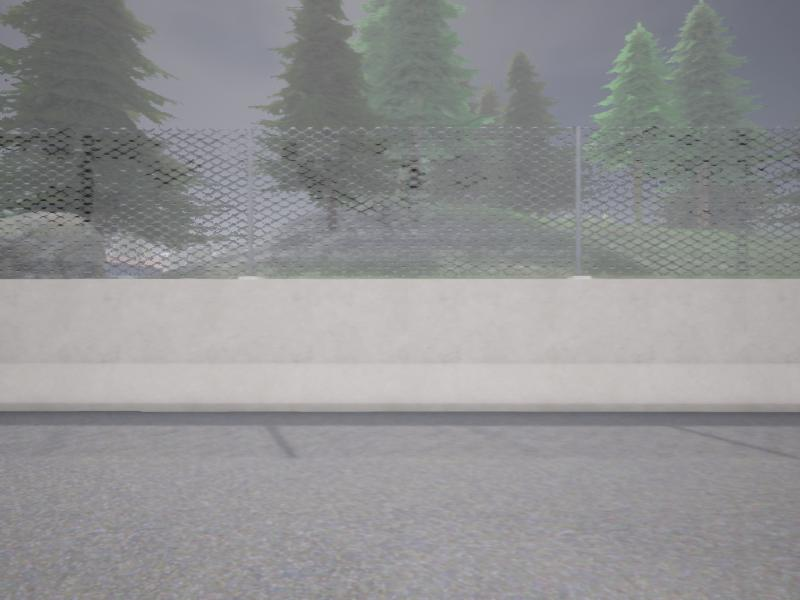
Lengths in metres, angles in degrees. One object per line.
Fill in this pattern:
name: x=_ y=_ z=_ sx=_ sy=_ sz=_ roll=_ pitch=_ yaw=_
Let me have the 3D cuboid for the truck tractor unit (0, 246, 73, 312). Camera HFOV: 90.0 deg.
truck tractor unit: x=-26.932 y=-1.315 z=27.742 sx=3.053 sy=4.208 sz=6.516 roll=0 pitch=0 yaw=1

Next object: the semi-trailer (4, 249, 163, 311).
semi-trailer: x=-26.789 y=-1.411 z=35.655 sx=2.717 sy=4.402 sz=14.254 roll=0 pitch=0 yaw=1
